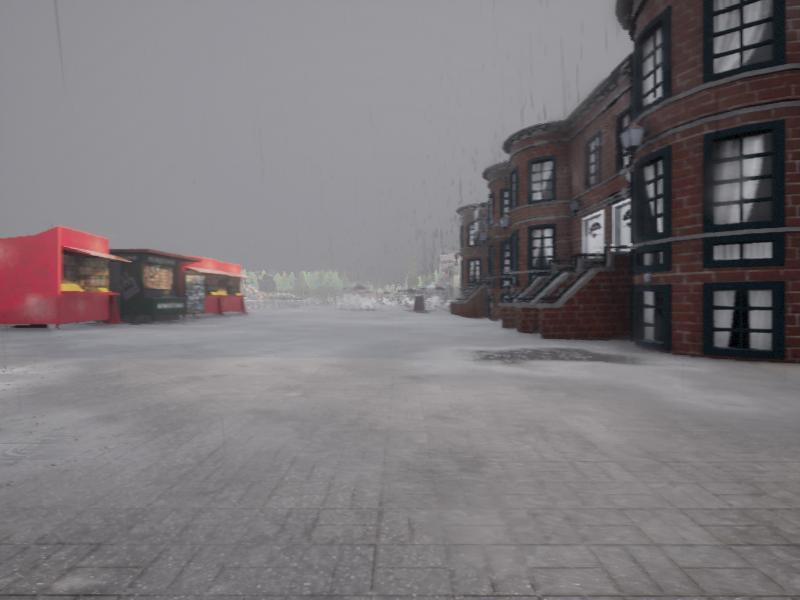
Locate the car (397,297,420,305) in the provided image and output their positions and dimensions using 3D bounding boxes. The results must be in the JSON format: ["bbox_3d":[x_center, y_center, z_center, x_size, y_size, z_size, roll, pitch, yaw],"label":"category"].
[{"bbox_3d":[1.920,0.222,91.322,5.366,1.575,1.801,0,0,44],"label":"car"}]

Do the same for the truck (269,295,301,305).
[{"bbox_3d":[-24.438,-0.076,85.111,6.274,2.098,2.390,0,0,0],"label":"truck"}]
